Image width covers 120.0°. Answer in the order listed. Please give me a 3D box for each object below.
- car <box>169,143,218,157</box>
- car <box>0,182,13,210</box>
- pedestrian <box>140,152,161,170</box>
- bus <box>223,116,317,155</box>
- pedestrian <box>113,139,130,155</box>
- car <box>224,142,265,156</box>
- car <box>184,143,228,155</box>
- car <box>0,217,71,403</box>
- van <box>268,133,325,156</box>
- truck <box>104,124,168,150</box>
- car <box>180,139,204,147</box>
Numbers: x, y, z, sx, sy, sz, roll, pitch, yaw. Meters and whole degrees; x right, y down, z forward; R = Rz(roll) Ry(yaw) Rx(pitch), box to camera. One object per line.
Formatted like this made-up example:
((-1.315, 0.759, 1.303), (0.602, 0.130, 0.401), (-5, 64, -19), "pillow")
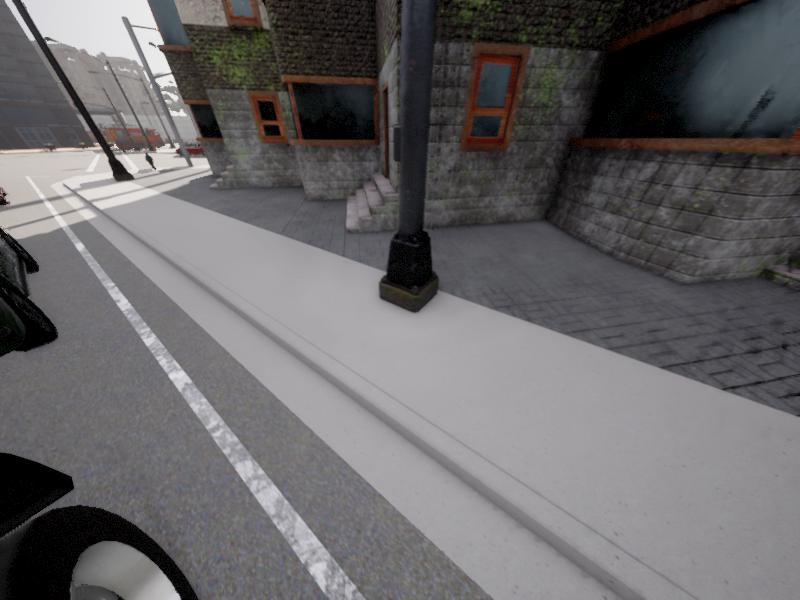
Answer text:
((-26.630, -19.520, 29.993), (4.193, 1.474, 1.816), (-6, 36, -8), "car")
((-16.983, -4.401, 8.752), (4.674, 1.442, 1.812), (22, 41, 28), "car")
((-17.894, -9.962, 16.554), (0.500, 1.100, 0.500), (20, 40, 26), "pedestrian")
((-17.973, -23.522, 33.198), (10.273, 4.253, 3.944), (-6, 36, -8), "bus")
((-39.004, -21.458, 32.348), (0.751, 1.860, 0.751), (-26, 43, -32), "pedestrian")
((-20.662, -20.116, 30.831), (3.806, 1.475, 1.970), (-6, 36, -8), "car")
((-27.445, -21.446, 32.813), (4.181, 1.385, 1.994), (-6, 36, -8), "car")
((-6.709, -0.419, 2.707), (5.566, 2.045, 2.150), (22, 41, 29), "car")
((-13.868, -21.235, 31.477), (6.366, 2.431, 2.351), (-6, 36, -8), "van")
((-50.458, -31.425, 44.720), (2.891, 3.827, 8.468), (-5, 35, -7), "truck")
((-52.680, -39.890, 58.702), (2.038, 1.542, 4.974), (-3, 36, -4), "car")
